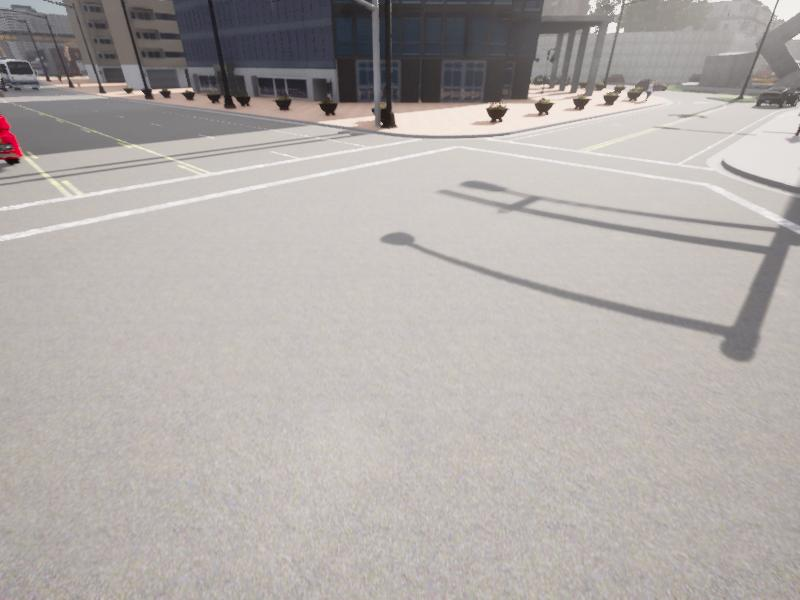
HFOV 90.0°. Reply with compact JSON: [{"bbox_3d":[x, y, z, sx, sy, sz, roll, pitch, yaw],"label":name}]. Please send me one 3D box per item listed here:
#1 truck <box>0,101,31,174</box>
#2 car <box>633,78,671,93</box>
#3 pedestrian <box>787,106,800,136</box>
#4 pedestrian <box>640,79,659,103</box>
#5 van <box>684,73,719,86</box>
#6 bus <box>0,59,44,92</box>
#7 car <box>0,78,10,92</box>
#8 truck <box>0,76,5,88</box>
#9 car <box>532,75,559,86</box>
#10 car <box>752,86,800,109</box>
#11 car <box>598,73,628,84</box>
[{"bbox_3d":[-16.555,-7.015,14.262,8.468,3.827,2.891,26,39,37],"label":"truck"},{"bbox_3d":[35.536,-30.339,56.571,2.152,1.651,5.027,0,30,-1],"label":"car"},{"bbox_3d":[19.256,-8.783,18.889,0.751,1.860,0.751,-26,39,-37],"label":"pedestrian"},{"bbox_3d":[22.531,-18.899,36.139,0.751,1.860,0.751,26,39,37],"label":"pedestrian"},{"bbox_3d":[55.057,-40.322,73.073,4.442,1.987,1.775,1,30,1],"label":"van"},{"bbox_3d":[-62.882,-37.073,65.796,10.273,4.253,3.944,28,40,36],"label":"bus"},{"bbox_3d":[-63.330,-33.731,62.787,4.856,1.649,2.033,27,40,36],"label":"car"},{"bbox_3d":[-71.336,-38.866,68.833,8.468,3.827,2.891,28,40,36],"label":"truck"},{"bbox_3d":[26.355,-39.828,72.473,1.851,1.617,3.988,-21,37,-32],"label":"car"},{"bbox_3d":[33.050,-17.672,34.830,4.892,1.490,1.837,-19,35,-29],"label":"car"},{"bbox_3d":[42.053,-43.757,79.023,4.553,1.767,2.097,18,35,27],"label":"car"}]
